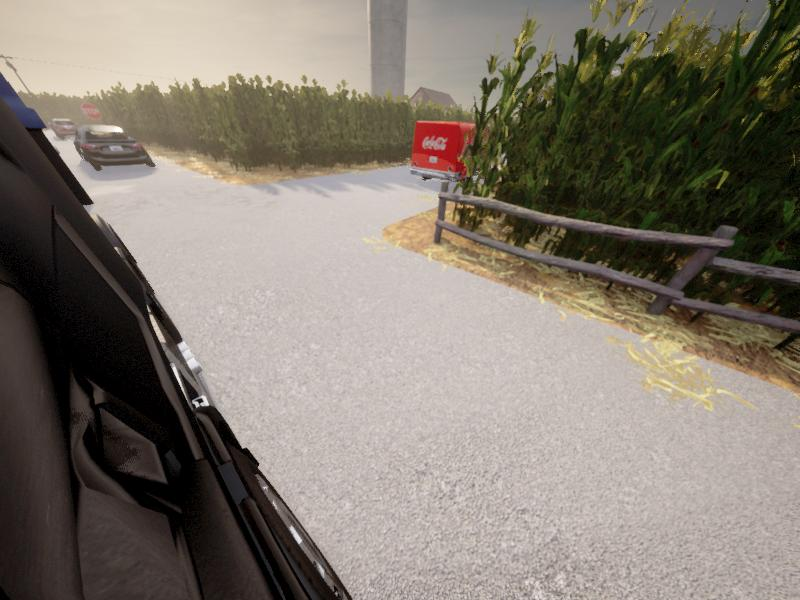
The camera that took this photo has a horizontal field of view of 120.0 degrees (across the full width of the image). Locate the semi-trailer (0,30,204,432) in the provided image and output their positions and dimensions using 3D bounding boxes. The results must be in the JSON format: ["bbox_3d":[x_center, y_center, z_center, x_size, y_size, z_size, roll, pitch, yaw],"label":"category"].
[{"bbox_3d":[-8.805,-3.541,4.104,14.254,4.402,2.717,27,43,28],"label":"semi-trailer"}]

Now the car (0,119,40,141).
[{"bbox_3d":[-32.977,-14.531,19.716,4.718,1.301,1.895,27,43,29],"label":"car"}]

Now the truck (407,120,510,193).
[{"bbox_3d":[3.022,-7.395,11.666,2.627,2.467,5.204,27,44,29],"label":"truck"}]

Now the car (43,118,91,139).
[{"bbox_3d":[-32.177,-16.573,22.337,3.806,1.475,1.970,27,43,28],"label":"car"}]

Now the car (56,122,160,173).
[{"bbox_3d":[-14.668,-7.765,11.626,4.611,1.667,2.242,27,43,28],"label":"car"}]

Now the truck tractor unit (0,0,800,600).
[{"bbox_3d":[-2.645,-0.295,0.351,6.516,4.208,3.053,28,44,30],"label":"truck tractor unit"}]
